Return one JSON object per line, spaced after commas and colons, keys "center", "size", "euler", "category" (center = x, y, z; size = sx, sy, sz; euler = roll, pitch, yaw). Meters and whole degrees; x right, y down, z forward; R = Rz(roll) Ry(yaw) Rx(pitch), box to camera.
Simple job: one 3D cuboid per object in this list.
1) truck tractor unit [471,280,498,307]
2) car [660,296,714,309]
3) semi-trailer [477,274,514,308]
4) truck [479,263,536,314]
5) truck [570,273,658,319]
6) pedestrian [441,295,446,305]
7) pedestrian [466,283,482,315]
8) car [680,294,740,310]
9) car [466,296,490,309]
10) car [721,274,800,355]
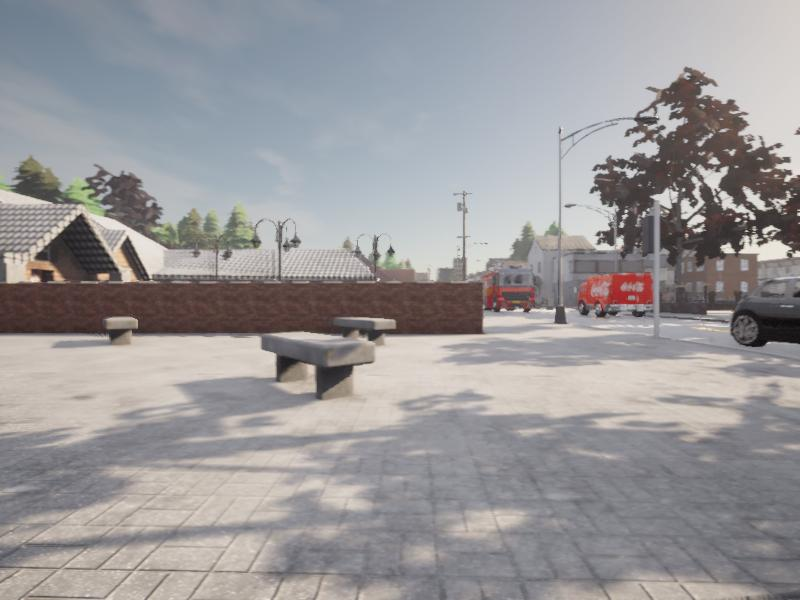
{"center": [14.060, -1.058, 66.900], "size": [3.053, 4.208, 6.516], "euler": [0, 0, 0], "category": "truck tractor unit"}
{"center": [33.734, 0.293, 47.109], "size": [4.892, 1.490, 1.837], "euler": [0, 0, 2], "category": "car"}
{"center": [13.777, -1.163, 58.994], "size": [2.717, 4.402, 14.254], "euler": [0, 0, 3], "category": "semi-trailer"}
{"center": [8.979, -0.891, 34.468], "size": [2.891, 3.827, 8.468], "euler": [0, 0, 2], "category": "truck"}
{"center": [12.666, -0.219, 24.227], "size": [2.627, 2.467, 5.204], "euler": [0, 0, 1], "category": "truck"}
{"center": [7.821, -0.001, 71.251], "size": [0.751, 1.860, 0.751], "euler": [0, 0, 19], "category": "pedestrian"}
{"center": [4.362, -0.044, 23.510], "size": [0.751, 1.860, 0.751], "euler": [0, 0, 24], "category": "pedestrian"}
{"center": [33.220, 0.222, 42.961], "size": [4.856, 1.649, 2.033], "euler": [0, 0, 0], "category": "car"}
{"center": [9.442, 0.283, 49.031], "size": [2.128, 1.511, 4.902], "euler": [0, 0, 2], "category": "car"}
{"center": [8.201, 0.262, 7.109], "size": [1.970, 1.475, 3.806], "euler": [0, 0, 0], "category": "car"}
